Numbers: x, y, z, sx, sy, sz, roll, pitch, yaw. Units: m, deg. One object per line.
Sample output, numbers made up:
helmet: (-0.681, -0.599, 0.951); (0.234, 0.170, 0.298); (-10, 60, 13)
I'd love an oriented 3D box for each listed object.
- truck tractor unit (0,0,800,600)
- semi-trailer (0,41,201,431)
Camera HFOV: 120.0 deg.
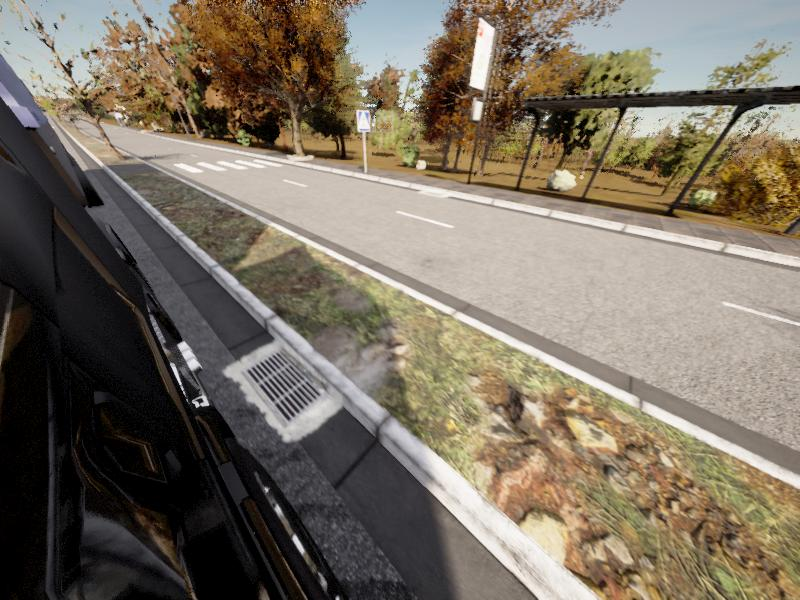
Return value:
truck tractor unit: (-2.645, -0.295, 0.352); (6.516, 4.208, 3.053); (28, 44, 30)
semi-trailer: (-8.703, -3.575, 4.262); (14.254, 4.402, 2.717); (28, 43, 30)
